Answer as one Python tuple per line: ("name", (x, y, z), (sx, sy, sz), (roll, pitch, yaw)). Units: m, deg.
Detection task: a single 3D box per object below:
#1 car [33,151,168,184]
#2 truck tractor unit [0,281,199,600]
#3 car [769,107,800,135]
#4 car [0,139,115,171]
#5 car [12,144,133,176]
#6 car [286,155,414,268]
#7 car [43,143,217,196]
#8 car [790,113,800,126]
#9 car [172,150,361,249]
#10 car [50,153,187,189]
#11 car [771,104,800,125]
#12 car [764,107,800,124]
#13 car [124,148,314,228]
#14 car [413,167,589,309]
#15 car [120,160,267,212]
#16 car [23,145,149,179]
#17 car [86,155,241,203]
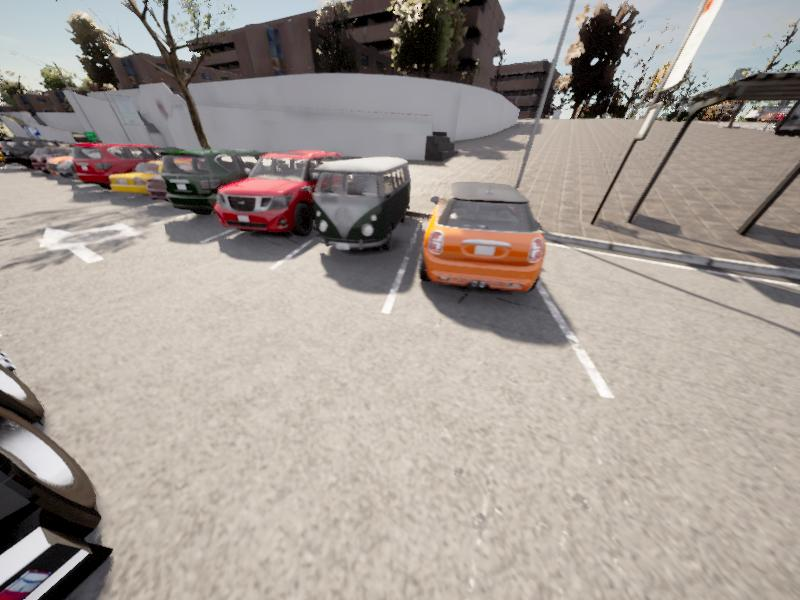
("car", (-19.098, -8.897, 15.259), (2.231, 1.521, 4.892), (7, 34, 7))
("truck tractor unit", (-5.115, -0.302, 0.727), (6.516, 4.208, 3.053), (18, 38, 22))
("car", (36.035, -15.767, 20.258), (1.932, 1.855, 4.605), (20, 43, 22))
("car", (-29.542, -12.585, 19.943), (2.435, 2.045, 5.566), (6, 34, 8))
("car", (-24.329, -10.719, 17.558), (2.185, 1.767, 4.553), (6, 34, 7))
("car", (-0.858, -2.873, 6.586), (1.878, 1.987, 4.442), (7, 34, 7))
("car", (-13.877, -7.377, 12.740), (2.435, 2.045, 5.566), (6, 34, 7))
("car", (52.147, -21.958, 27.859), (5.366, 1.575, 1.946), (6, 40, 7))
("car", (-3.443, -3.831, 7.866), (2.435, 2.045, 5.566), (7, 34, 7))
("car", (-16.495, -8.017, 14.096), (2.163, 1.488, 4.792), (6, 34, 7))
("car", (53.421, -23.862, 29.744), (5.566, 2.045, 2.435), (6, 41, 7))
("car", (54.902, -25.478, 31.870), (4.553, 1.767, 2.185), (6, 40, 6))
("car", (-6.049, -4.747, 9.128), (2.435, 2.045, 5.566), (6, 34, 8))
("car", (1.744, -1.937, 5.476), (2.185, 1.767, 4.553), (7, 34, 8))
("car", (-8.670, -5.367, 10.472), (2.002, 1.452, 4.674), (6, 34, 8))
("car", (-21.702, -9.886, 16.409), (2.185, 1.767, 4.553), (6, 34, 7))
("car", (-11.245, -6.383, 11.807), (1.946, 1.575, 5.366), (6, 34, 7))
